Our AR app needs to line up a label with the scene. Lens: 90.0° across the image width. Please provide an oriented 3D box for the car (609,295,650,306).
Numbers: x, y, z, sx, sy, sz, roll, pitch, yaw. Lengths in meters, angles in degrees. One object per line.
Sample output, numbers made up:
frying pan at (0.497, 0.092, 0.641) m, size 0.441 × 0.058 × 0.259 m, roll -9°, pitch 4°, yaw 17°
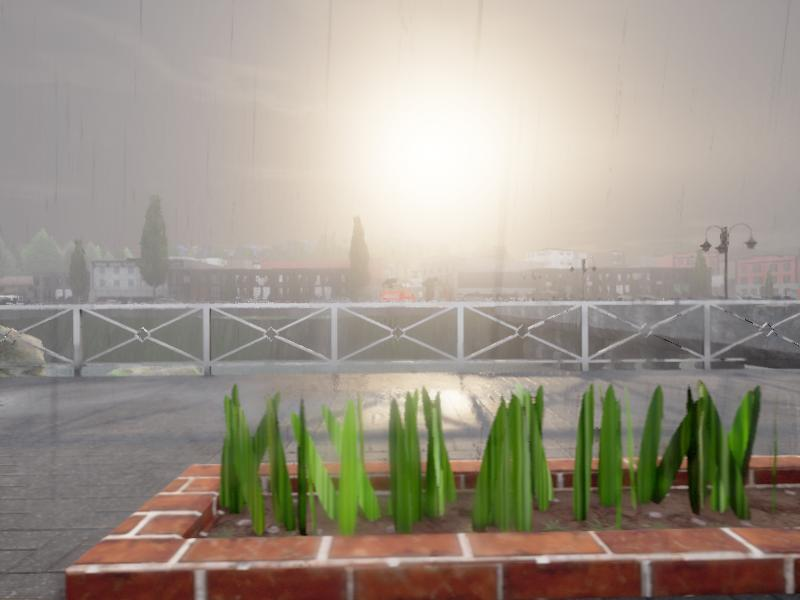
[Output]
car at (35.103, 0.046, 61.275) m, size 5.366 × 1.575 × 1.801 m, roll 0°, pitch 0°, yaw -1°

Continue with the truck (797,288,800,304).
truck at (65.361, -0.611, 61.962) m, size 5.204 × 2.467 × 2.627 m, roll 0°, pitch 0°, yaw -1°

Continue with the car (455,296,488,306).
car at (11.499, 0.156, 64.605) m, size 4.856 × 1.649 × 2.033 m, roll 0°, pitch 0°, yaw 0°

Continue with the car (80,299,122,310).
car at (-47.337, 0.661, 63.433) m, size 5.027 × 1.651 × 2.152 m, roll 0°, pitch 0°, yaw -1°

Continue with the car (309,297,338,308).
car at (-11.538, 0.306, 60.433) m, size 3.988 × 1.617 × 1.851 m, roll 0°, pitch 0°, yaw 1°

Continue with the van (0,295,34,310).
van at (-57.406, 0.377, 59.212) m, size 4.480 × 2.038 × 2.069 m, roll 0°, pitch 0°, yaw -1°

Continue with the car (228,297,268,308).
car at (-22.824, 0.359, 60.157) m, size 5.238 × 1.638 × 1.930 m, roll 0°, pitch 0°, yaw 0°

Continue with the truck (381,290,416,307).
truck at (-0.263, -0.189, 60.548) m, size 5.204 × 2.467 × 2.627 m, roll -1°, pitch 0°, yaw -1°

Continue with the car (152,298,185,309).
car at (-34.636, 0.515, 59.873) m, size 3.806 × 1.475 × 1.970 m, roll 0°, pitch 0°, yaw 0°

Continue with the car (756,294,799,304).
car at (62.132, -0.167, 65.886) m, size 5.238 × 1.638 × 1.930 m, roll 0°, pitch 0°, yaw -1°

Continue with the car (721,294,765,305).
car at (52.855, -0.088, 61.677) m, size 4.974 × 1.542 × 2.038 m, roll 0°, pitch 0°, yaw -1°

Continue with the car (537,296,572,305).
car at (25.119, 0.086, 65.066) m, size 4.974 × 1.542 × 2.038 m, roll 0°, pitch 0°, yaw -1°

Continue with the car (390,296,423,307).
car at (1.033, 0.214, 64.365) m, size 5.238 × 1.638 × 1.930 m, roll -1°, pitch 0°, yaw 0°

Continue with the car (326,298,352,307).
car at (-9.741, 0.363, 64.086) m, size 3.806 × 1.475 × 1.970 m, roll 0°, pitch 0°, yaw 1°
